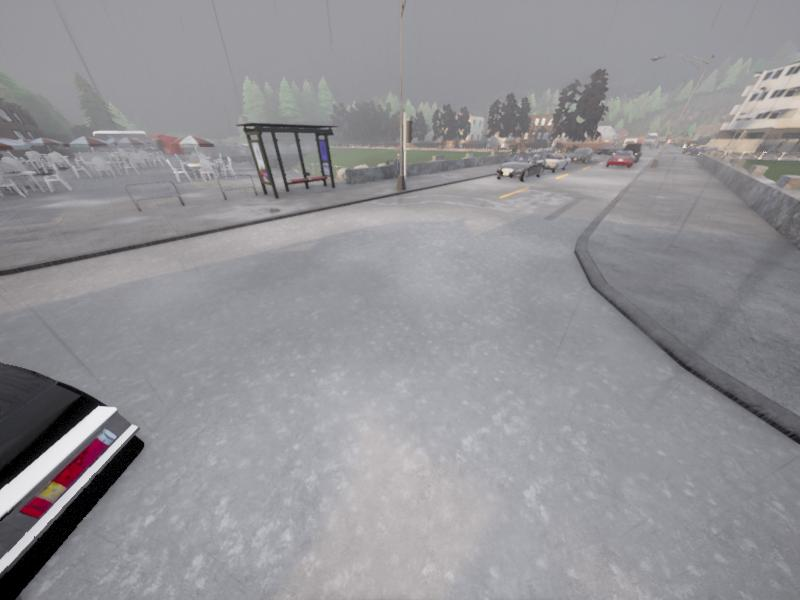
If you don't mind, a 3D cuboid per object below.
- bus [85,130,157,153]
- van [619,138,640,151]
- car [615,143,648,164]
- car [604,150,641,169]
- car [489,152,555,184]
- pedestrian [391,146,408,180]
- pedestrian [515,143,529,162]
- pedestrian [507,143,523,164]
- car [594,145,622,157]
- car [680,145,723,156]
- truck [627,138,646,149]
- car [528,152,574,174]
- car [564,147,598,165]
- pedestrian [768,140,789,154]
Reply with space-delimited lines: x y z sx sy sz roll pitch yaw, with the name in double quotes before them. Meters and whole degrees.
"bus" -68.268 -39.045 56.956 3.944 4.253 10.273 29 44 35
"van" 55.237 -37.365 55.487 2.351 2.431 6.366 29 44 35
"car" 27.101 -17.216 27.047 1.905 1.878 3.866 29 44 35
"car" 22.148 -14.056 22.975 1.994 1.385 4.181 27 43 34
"car" 8.517 -9.266 16.014 4.902 1.511 2.128 -30 44 -35
"pedestrian" -0.056 -8.827 14.894 0.751 1.860 0.751 29 44 35
"pedestrian" 14.144 -17.175 26.858 0.751 1.860 0.751 28 44 35
"pedestrian" 12.216 -15.596 24.592 0.751 1.860 0.751 -19 39 -25
"car" 34.544 -24.788 38.364 5.357 1.411 2.033 -27 43 -33
"car" 48.910 -24.324 37.545 1.970 1.475 3.806 -24 41 -30
"truck" 66.543 -44.072 65.061 2.627 2.467 5.204 29 44 35
"car" 13.278 -12.072 20.225 1.895 1.301 4.718 29 44 35
"car" 20.951 -16.697 26.674 1.837 1.490 4.892 29 45 35
"pedestrian" 58.742 -23.736 35.882 0.751 1.860 0.751 28 44 34
